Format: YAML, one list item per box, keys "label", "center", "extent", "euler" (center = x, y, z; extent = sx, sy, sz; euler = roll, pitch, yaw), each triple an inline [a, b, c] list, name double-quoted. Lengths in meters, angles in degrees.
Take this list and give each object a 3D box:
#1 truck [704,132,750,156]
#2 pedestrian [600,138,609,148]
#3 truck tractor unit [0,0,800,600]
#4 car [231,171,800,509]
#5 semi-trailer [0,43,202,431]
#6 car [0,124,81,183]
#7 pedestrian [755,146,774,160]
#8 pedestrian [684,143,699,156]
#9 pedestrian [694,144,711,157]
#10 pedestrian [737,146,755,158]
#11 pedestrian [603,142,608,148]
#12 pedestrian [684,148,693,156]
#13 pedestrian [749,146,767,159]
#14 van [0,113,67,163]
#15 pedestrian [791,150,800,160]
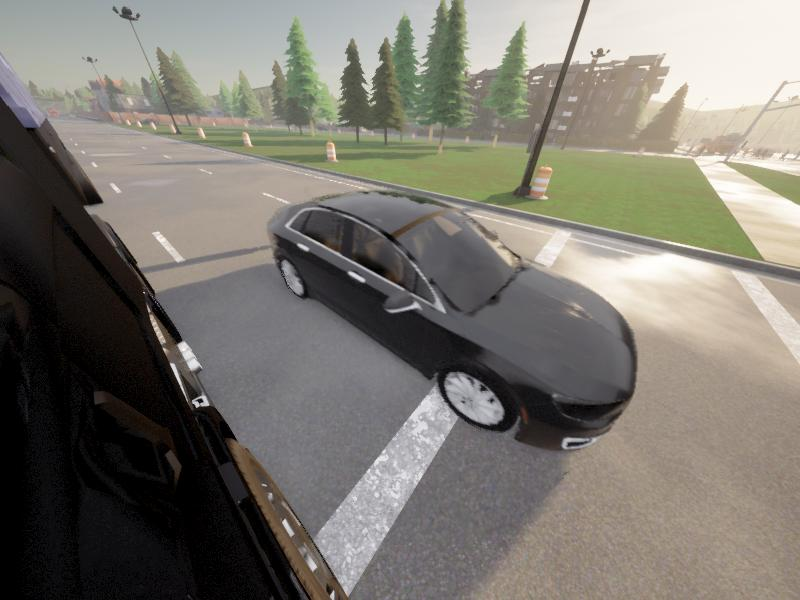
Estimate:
- label: "truck"
  center: [70.144, -33.681, 49.855]
  extent: [2.891, 3.827, 8.468]
  euler: [28, 44, 30]
- label: "pedestrian"
  center: [46.204, -35.535, 52.180]
  extent: [0.751, 1.860, 0.751]
  euler: [29, 44, 30]
- label: "truck tractor unit"
  center: [-2.645, -0.295, 0.351]
  extent: [6.516, 4.208, 3.053]
  euler: [28, 44, 30]
- label: "car"
  center: [0.066, -0.474, 3.033]
  extent: [4.892, 1.490, 1.837]
  euler: [28, 44, 30]
- label: "semi-trailer"
  center: [-8.691, -3.611, 4.233]
  extent: [14.254, 4.402, 2.717]
  euler: [28, 44, 30]
- label: "car"
  center: [-16.031, -6.387, 9.830]
  extent: [5.027, 1.651, 2.152]
  euler: [28, 44, 30]
- label: "pedestrian"
  center: [63.989, -25.831, 40.577]
  extent: [0.751, 1.860, 0.751]
  euler: [25, 42, 27]
- label: "pedestrian"
  center: [52.500, -27.150, 41.619]
  extent: [0.751, 1.860, 0.751]
  euler: [29, 44, 31]
- label: "pedestrian"
  center: [50.150, -24.788, 38.315]
  extent: [0.751, 1.860, 0.751]
  euler: [26, 43, 28]
- label: "pedestrian"
  center: [62.270, -26.652, 41.567]
  extent: [0.751, 1.860, 0.751]
  euler: [27, 43, 28]
- label: "pedestrian"
  center: [46.826, -35.332, 52.582]
  extent: [0.500, 1.100, 0.500]
  euler: [28, 44, 30]
- label: "pedestrian"
  center: [49.210, -25.180, 39.417]
  extent: [0.500, 1.100, 0.500]
  euler: [-25, 45, -32]
- label: "pedestrian"
  center: [63.359, -26.118, 40.922]
  extent: [0.751, 1.860, 0.751]
  euler: [25, 42, 27]
- label: "van"
  center: [-20.775, -9.074, 12.811]
  extent: [4.442, 1.987, 1.775]
  euler: [28, 44, 30]
- label: "pedestrian"
  center: [73.595, -26.825, 42.434]
  extent: [0.751, 1.860, 0.751]
  euler: [28, 43, 30]
